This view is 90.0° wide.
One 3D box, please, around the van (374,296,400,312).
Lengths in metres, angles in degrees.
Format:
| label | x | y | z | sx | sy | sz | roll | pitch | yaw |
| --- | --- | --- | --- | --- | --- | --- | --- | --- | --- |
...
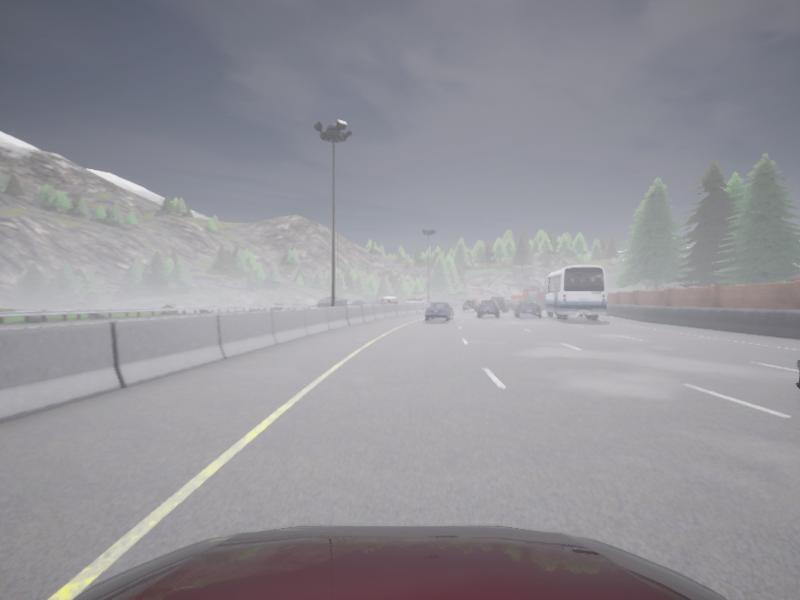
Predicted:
| label | x | y | z | sx | sy | sz | roll | pitch | yaw |
| --- | --- | --- | --- | --- | --- | --- | --- | --- | --- |
| van | -1.642 | 0.546 | 53.277 | 2.069 | 2.038 | 4.480 | 0 | 0 | 19 |

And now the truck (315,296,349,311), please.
| label | x | y | z | sx | sy | sz | roll | pitch | yaw |
| --- | --- | --- | --- | --- | --- | --- | --- | --- | --- |
| truck | -10.214 | 0.502 | 60.586 | 2.390 | 2.098 | 6.274 | 0 | 0 | 20 |

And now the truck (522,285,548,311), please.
| label | x | y | z | sx | sy | sz | roll | pitch | yaw |
| --- | --- | --- | --- | --- | --- | --- | --- | --- | --- |
| truck | 22.103 | -0.316 | 65.081 | 2.891 | 3.827 | 8.468 | 0 | 0 | 26 |

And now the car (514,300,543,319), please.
| label | x | y | z | sx | sy | sz | roll | pitch | yaw |
| --- | --- | --- | --- | --- | --- | --- | --- | --- | --- |
| car | 11.547 | 0.784 | 36.354 | 2.152 | 1.651 | 5.027 | 0 | 0 | 14 |

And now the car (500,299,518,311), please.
| label | x | y | z | sx | sy | sz | roll | pitch | yaw |
| --- | --- | --- | --- | --- | --- | --- | --- | --- | --- |
| car | 17.041 | 0.696 | 62.446 | 2.097 | 1.767 | 4.553 | 0 | 0 | 24 |

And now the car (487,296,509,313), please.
| label | x | y | z | sx | sy | sz | roll | pitch | yaw |
| --- | --- | --- | --- | --- | --- | --- | --- | --- | --- |
| car | 12.960 | 0.569 | 52.612 | 2.150 | 2.045 | 5.566 | 0 | 0 | 21 |

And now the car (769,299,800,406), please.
| label | x | y | z | sx | sy | sz | roll | pitch | yaw |
| --- | --- | --- | --- | --- | --- | --- | --- | --- | --- |
| car | 7.137 | 0.784 | 4.226 | 2.033 | 1.649 | 4.856 | 0 | -1 | 1 |

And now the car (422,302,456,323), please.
| label | x | y | z | sx | sy | sz | roll | pitch | yaw |
| --- | --- | --- | --- | --- | --- | --- | --- | --- | --- |
| car | 3.118 | 0.887 | 31.177 | 2.033 | 1.411 | 5.357 | 0 | 0 | 12 |

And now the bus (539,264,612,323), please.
| label | x | y | z | sx | sy | sz | roll | pitch | yaw |
| --- | --- | --- | --- | --- | --- | --- | --- | --- | --- |
| bus | 14.524 | -0.521 | 34.266 | 3.944 | 4.253 | 10.273 | 0 | 1 | 13 |

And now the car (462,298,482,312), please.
| label | x | y | z | sx | sy | sz | roll | pitch | yaw |
| --- | --- | --- | --- | --- | --- | --- | --- | --- | --- |
| car | 9.839 | 0.646 | 54.358 | 1.932 | 1.855 | 4.605 | -1 | 0 | 21 |

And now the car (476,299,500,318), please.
| label | x | y | z | sx | sy | sz | roll | pitch | yaw |
| --- | --- | --- | --- | --- | --- | --- | --- | --- | --- |
| car | 8.281 | 0.774 | 37.458 | 2.033 | 1.649 | 4.856 | 0 | 0 | 14 |

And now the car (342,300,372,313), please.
| label | x | y | z | sx | sy | sz | roll | pitch | yaw |
| --- | --- | --- | --- | --- | --- | --- | --- | --- | --- |
| car | -5.566 | 0.797 | 52.505 | 2.038 | 1.542 | 4.974 | 0 | 0 | 18 |
